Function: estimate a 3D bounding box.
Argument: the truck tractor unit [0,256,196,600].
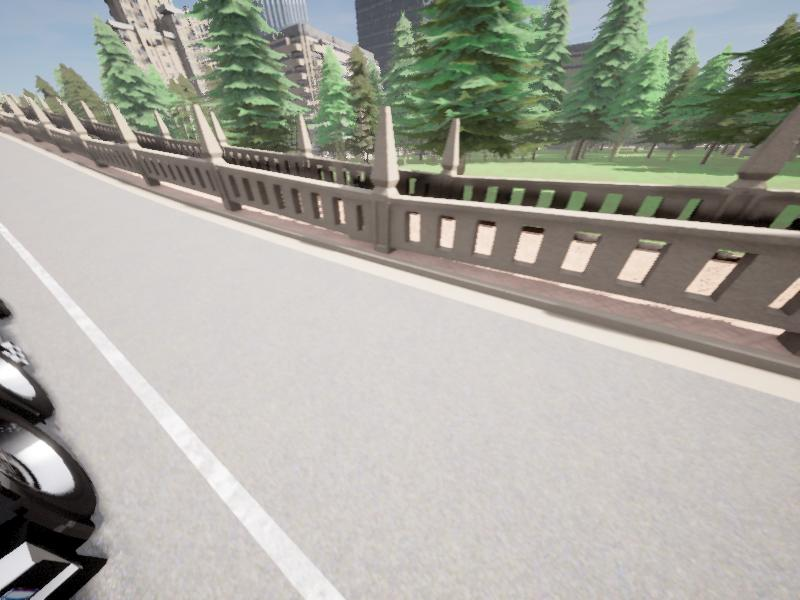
[{"bbox_3d":[-5.083,-0.334,0.771,6.516,4.208,3.053,20,40,24],"label":"truck tractor unit"}]
